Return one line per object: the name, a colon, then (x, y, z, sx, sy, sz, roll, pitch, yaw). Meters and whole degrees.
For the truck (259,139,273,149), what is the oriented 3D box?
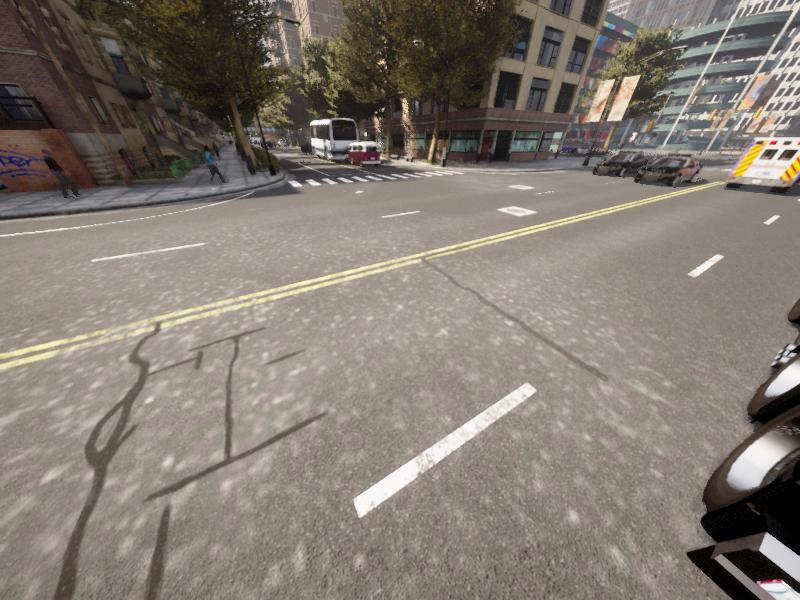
truck: (-37.291, -43.516, 64.383, 2.390, 2.098, 6.274, -18, 39, -24)

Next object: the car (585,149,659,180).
car: (17.227, -10.618, 17.955, 5.238, 1.638, 1.930, -19, 39, -24)

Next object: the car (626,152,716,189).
car: (17.007, -8.228, 14.518, 5.238, 1.638, 1.930, -18, 39, -24)

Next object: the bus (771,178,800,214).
bus: (21.361, -6.168, 9.333, 10.273, 4.253, 3.944, -19, 39, -23)

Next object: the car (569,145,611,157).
car: (32.567, -25.686, 39.818, 2.038, 1.542, 4.974, -18, 39, -25)

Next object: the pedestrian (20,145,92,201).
pedestrian: (-13.535, -5.037, 9.192, 0.751, 1.860, 0.751, 29, 44, 35)

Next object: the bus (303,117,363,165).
bus: (-8.679, -20.160, 29.196, 3.944, 4.253, 10.273, -18, 41, -25)

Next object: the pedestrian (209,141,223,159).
pedestrian: (-22.424, -18.312, 28.193, 0.751, 1.860, 0.751, -22, 41, -29)

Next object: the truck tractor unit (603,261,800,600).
truck tractor unit: (5.103, -0.310, 0.787, 6.516, 4.208, 3.053, -19, 39, -24)

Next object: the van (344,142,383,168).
van: (-3.650, -14.493, 22.996, 2.069, 2.038, 4.480, -18, 38, -25)

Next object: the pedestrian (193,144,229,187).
pedestrian: (-9.844, -7.053, 12.117, 0.751, 1.860, 0.751, -16, 38, -22)

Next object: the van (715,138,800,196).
van: (21.629, -7.748, 13.177, 6.366, 2.431, 2.351, -18, 39, -24)

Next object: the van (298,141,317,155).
van: (-16.393, -26.924, 40.807, 1.775, 1.987, 4.442, -18, 38, -24)
